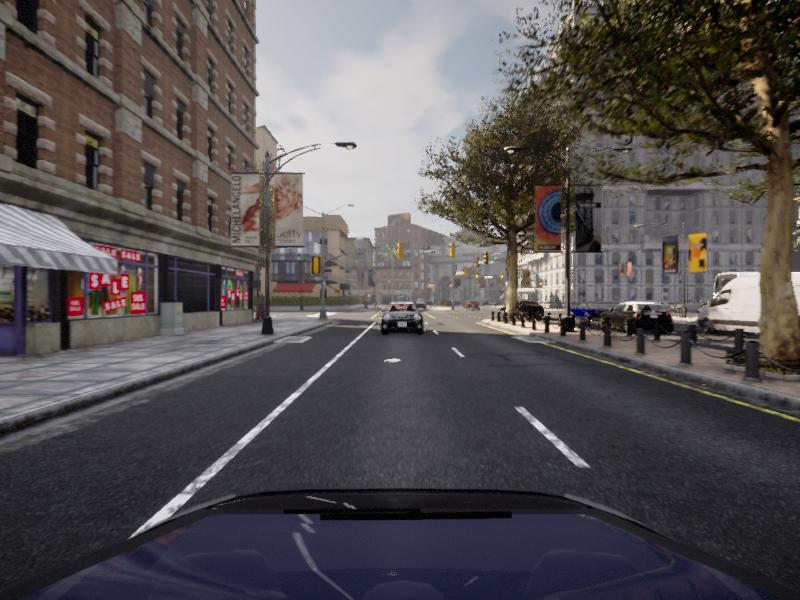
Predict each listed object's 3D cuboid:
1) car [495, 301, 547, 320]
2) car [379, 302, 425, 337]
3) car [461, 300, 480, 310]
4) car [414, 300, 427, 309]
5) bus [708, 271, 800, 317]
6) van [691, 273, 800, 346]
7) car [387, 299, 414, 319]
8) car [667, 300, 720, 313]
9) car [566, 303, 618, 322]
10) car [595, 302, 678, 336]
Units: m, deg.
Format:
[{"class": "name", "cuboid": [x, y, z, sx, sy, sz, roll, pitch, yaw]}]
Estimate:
[{"class": "car", "cuboid": [10.270, 0.832, 34.306, 1.837, 1.490, 4.892, 1, -1, -17]}, {"class": "car", "cuboid": [0.088, 0.847, 19.021, 1.970, 1.475, 3.806, 0, 0, 0]}, {"class": "car", "cuboid": [11.534, 0.761, 65.556, 2.152, 1.651, 5.027, 0, 0, 0]}, {"class": "car", "cuboid": [3.537, 0.749, 69.192, 1.930, 1.638, 5.238, 0, 0, 0]}, {"class": "bus", "cuboid": [36.712, -0.546, 39.046, 10.273, 4.253, 3.944, 0, 0, 1]}, {"class": "van", "cuboid": [15.013, 0.317, 16.345, 1.988, 2.561, 5.915, 0, 0, 0]}, {"class": "car", "cuboid": [0.021, 0.747, 35.807, 2.242, 1.667, 4.611, 0, 0, 0]}, {"class": "car", "cuboid": [36.085, 0.765, 49.276, 5.027, 1.651, 2.152, 0, 0, 0]}, {"class": "car", "cuboid": [15.016, 0.934, 31.622, 1.895, 1.301, 4.718, 0, 0, 0]}, {"class": "car", "cuboid": [11.516, 0.847, 19.780, 1.970, 1.475, 3.806, 0, 0, 3]}]
